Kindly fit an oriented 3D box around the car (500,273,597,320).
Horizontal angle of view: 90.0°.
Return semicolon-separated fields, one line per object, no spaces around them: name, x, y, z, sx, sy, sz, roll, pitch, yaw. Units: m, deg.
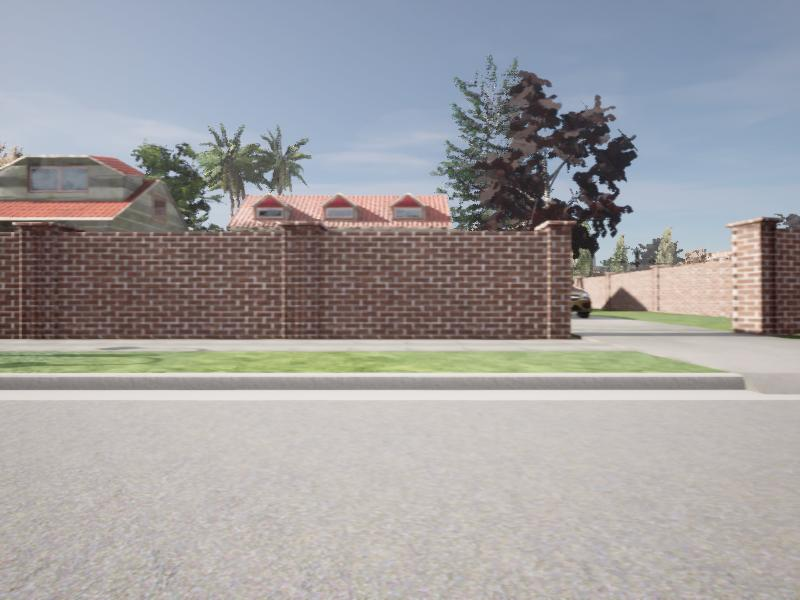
car;5.820;-0.132;16.494;2.152;1.636;5.027;0;0;0

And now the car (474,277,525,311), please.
car;5.851;-0.339;24.164;1.932;1.855;4.605;0;0;0
